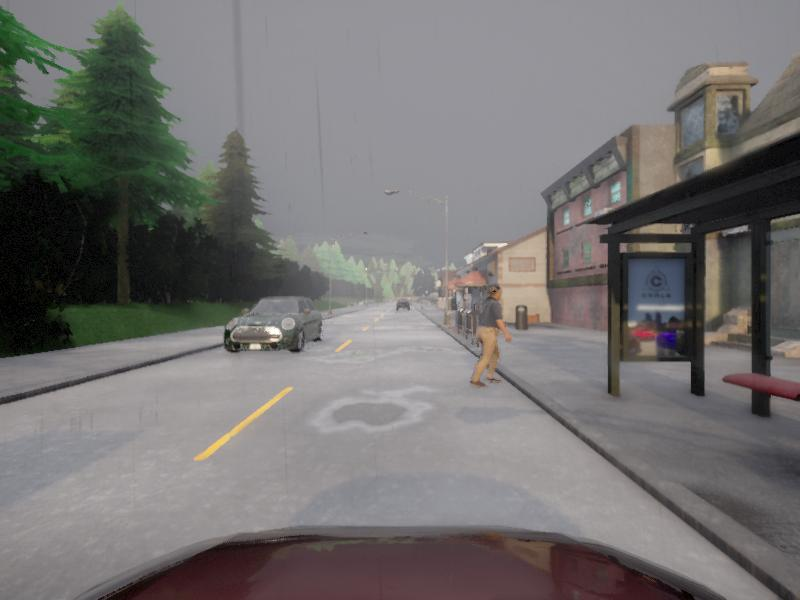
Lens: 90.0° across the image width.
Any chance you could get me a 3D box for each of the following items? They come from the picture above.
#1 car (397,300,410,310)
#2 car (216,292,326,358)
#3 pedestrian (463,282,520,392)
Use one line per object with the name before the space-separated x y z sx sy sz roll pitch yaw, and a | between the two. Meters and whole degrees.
car | 0.468 0.707 59.344 1.837 1.490 4.892 0 0 0
car | -3.895 0.663 13.061 2.097 1.767 4.553 0 0 0
pedestrian | 1.613 0.620 7.158 0.751 1.860 0.751 0 0 -12
